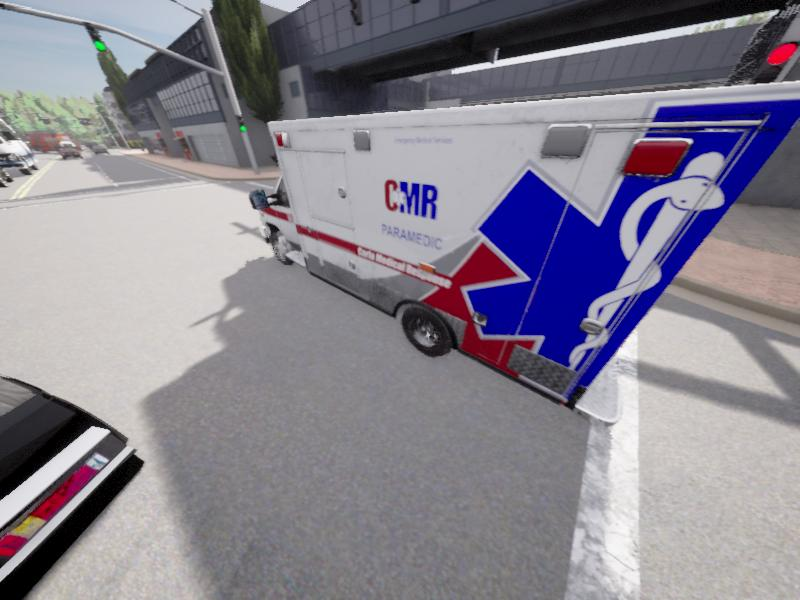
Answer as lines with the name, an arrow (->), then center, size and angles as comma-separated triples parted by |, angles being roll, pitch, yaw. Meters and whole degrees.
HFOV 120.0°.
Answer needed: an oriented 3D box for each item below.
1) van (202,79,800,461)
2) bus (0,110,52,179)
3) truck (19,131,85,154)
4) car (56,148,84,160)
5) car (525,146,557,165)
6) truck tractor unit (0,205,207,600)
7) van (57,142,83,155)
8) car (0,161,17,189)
van -> -0.092, -1.290, 3.667 | 6.366, 2.431, 2.351 | 25, 42, 31
bus -> -32.862, -12.419, 18.285 | 10.273, 4.253, 3.944 | 26, 43, 33
truck -> -72.574, -33.017, 48.357 | 8.468, 3.827, 2.891 | 5, 36, 8
car -> -48.746, -21.664, 34.157 | 4.718, 1.301, 1.895 | 26, 43, 33
car -> 14.571, -14.992, 23.822 | 1.994, 1.385, 4.181 | 21, 41, 28
truck tractor unit -> -5.347, 0.089, 0.226 | 6.516, 4.208, 3.053 | 5, 35, 7
van -> -62.691, -28.869, 43.910 | 4.480, 2.038, 2.069 | 26, 43, 33
car -> -25.483, -7.621, 13.668 | 5.027, 1.651, 2.152 | 25, 43, 31
